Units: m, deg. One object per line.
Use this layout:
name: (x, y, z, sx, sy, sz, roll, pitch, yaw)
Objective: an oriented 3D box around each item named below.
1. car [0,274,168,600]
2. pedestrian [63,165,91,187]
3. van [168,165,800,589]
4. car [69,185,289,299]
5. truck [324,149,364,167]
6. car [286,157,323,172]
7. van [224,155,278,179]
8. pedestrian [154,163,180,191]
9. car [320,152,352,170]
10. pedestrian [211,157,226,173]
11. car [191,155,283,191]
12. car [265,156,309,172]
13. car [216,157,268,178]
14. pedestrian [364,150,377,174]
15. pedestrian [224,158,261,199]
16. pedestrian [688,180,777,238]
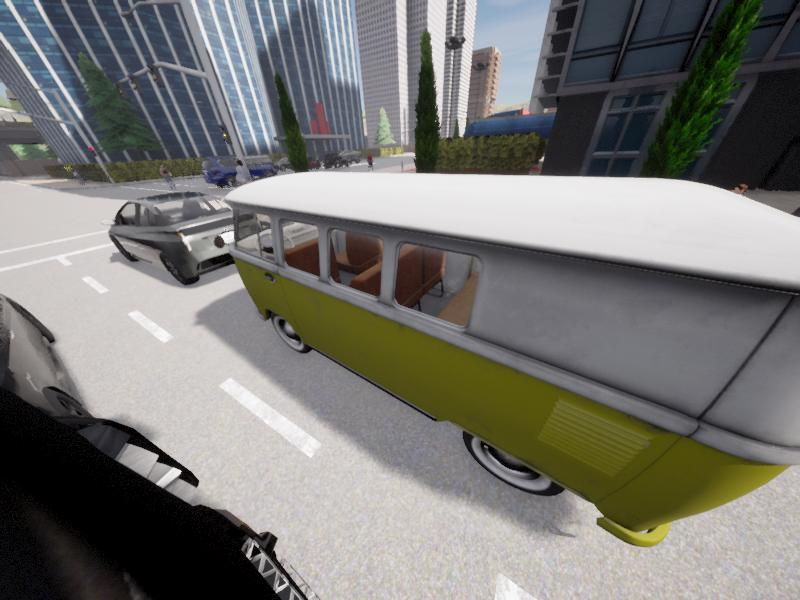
car: (-4.383, 0.772, 1.739, 4.514, 1.525, 2.007, 16, 38, 26)
pedestrian: (-32.241, -12.398, 23.085, 0.751, 1.860, 0.751, 27, 44, 37)
van: (-0.016, -0.206, 2.459, 4.442, 1.987, 1.775, 19, 39, 29)
car: (-5.208, -1.700, 5.523, 4.514, 1.525, 2.007, 16, 38, 26)
truck: (-8.843, -22.961, 37.293, 2.390, 2.098, 6.274, 15, 38, 25)
car: (-12.912, -18.541, 31.515, 1.816, 1.474, 4.193, 15, 38, 25)
van: (-16.598, -15.017, 26.031, 1.775, 1.987, 4.442, 16, 38, 25)
pedestrian: (-18.541, -9.828, 18.438, 0.751, 1.860, 0.751, -26, 40, -30)
car: (-8.652, -19.117, 31.678, 1.905, 1.878, 3.866, 15, 38, 25)
pedestrian: (-25.113, -18.614, 31.896, 0.751, 1.860, 0.751, 16, 38, 26)
car: (-13.140, -10.677, 19.177, 2.150, 2.045, 5.566, 15, 38, 25)
car: (-15.969, -19.439, 32.968, 2.152, 1.651, 5.027, 15, 38, 25)
car: (-19.141, -16.325, 28.294, 1.932, 1.855, 4.605, 15, 38, 25)
pedestrian: (-2.700, -12.670, 21.224, 0.751, 1.860, 0.751, 14, 37, 23)
pedestrian: (-8.350, -6.462, 12.313, 0.751, 1.860, 0.751, 17, 38, 27)
pedestrian: (7.192, -1.988, 5.070, 0.500, 1.100, 0.500, 3, 34, 10)
